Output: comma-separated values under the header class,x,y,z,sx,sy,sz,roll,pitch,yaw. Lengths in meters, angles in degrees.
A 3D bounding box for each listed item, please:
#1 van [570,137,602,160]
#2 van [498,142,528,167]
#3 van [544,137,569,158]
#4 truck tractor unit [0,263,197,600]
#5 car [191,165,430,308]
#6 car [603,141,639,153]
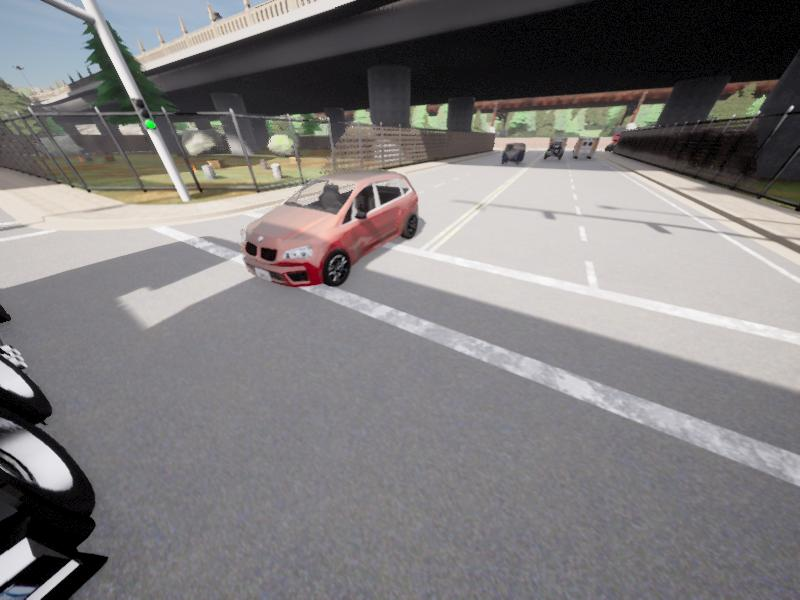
class,x,y,z,sx,sy,sz,roll,pitch,yaw
van,25.917,-21.392,32.478,2.351,2.431,6.366,18,39,24
van,11.850,-15.223,24.102,1.775,1.987,4.442,18,39,24
van,24.201,-23.693,35.796,2.351,2.431,6.366,18,39,24
truck tractor unit,-5.108,-0.304,0.781,6.516,4.208,3.053,18,39,24
car,-1.317,-1.997,5.456,2.242,1.667,4.611,18,38,24
car,42.967,-29.852,45.070,4.553,1.767,2.097,18,39,25
